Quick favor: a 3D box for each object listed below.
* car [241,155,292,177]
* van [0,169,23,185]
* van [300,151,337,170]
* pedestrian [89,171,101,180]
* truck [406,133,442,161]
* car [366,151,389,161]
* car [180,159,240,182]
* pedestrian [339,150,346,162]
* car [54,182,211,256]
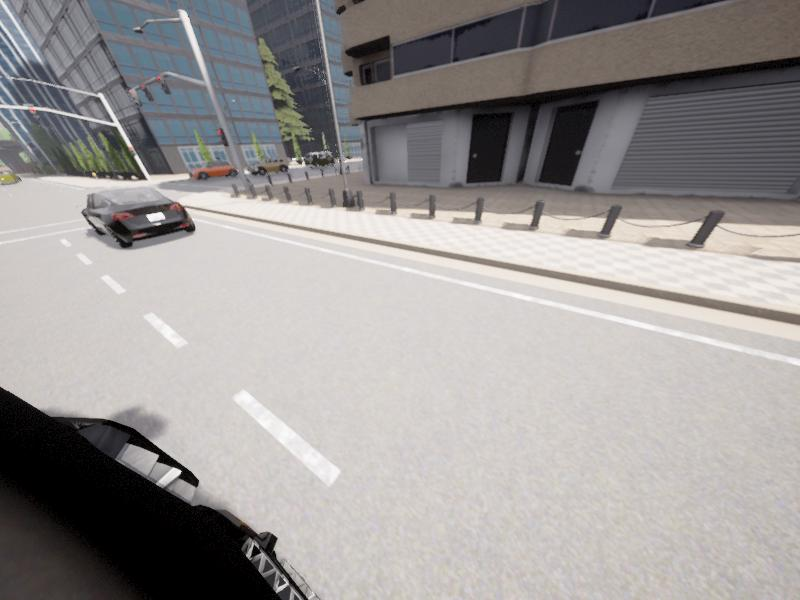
[{"bbox_3d":[-15.820,-16.113,27.727,1.932,1.855,4.605,18,39,28],"label":"car"},{"bbox_3d":[-62.017,-19.332,36.279,4.442,1.987,1.775,23,42,35],"label":"van"},{"bbox_3d":[-11.558,-20.022,33.134,2.069,2.038,4.480,18,39,28],"label":"van"},{"bbox_3d":[-42.937,-17.531,32.523,0.500,1.100,0.500,17,38,27],"label":"pedestrian"},{"bbox_3d":[4.540,-28.131,42.451,2.891,3.827,8.468,18,39,28],"label":"truck"},{"bbox_3d":[-4.562,-29.692,47.625,2.128,1.511,4.902,18,39,28],"label":"car"},{"bbox_3d":[-21.312,-14.731,26.160,2.097,1.767,4.553,18,39,28],"label":"car"},{"bbox_3d":[-11.605,-29.160,46.758,0.751,1.860,0.751,7,35,15],"label":"pedestrian"},{"bbox_3d":[-9.132,-3.012,7.901,4.792,1.488,2.163,17,39,28],"label":"car"}]
